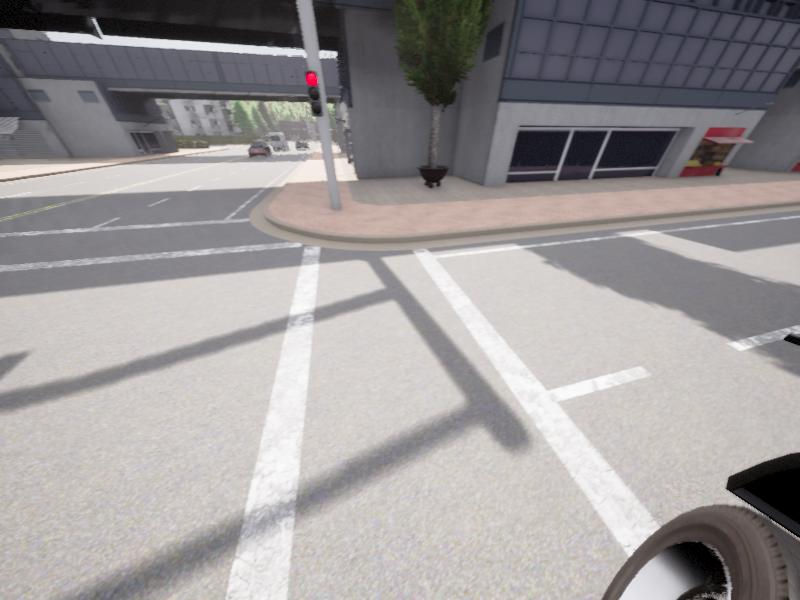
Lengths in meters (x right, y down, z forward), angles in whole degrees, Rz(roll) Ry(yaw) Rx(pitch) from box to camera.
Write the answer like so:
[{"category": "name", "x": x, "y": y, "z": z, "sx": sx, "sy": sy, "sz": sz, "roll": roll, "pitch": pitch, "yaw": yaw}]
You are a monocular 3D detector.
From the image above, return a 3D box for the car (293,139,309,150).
[{"category": "car", "x": -17.795, "y": -28.147, "z": 41.751, "sx": 1.851, "sy": 1.617, "sz": 3.988, "roll": -7, "pitch": 36, "yaw": -10}]

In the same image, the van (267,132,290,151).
[{"category": "van", "x": -21.094, "y": -27.664, "z": 40.273, "sx": 1.988, "sy": 2.561, "sz": 5.915, "roll": -8, "pitch": 36, "yaw": -11}]

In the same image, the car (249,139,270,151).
[{"category": "car", "x": -24.823, "y": -27.478, "z": 40.907, "sx": 1.837, "sy": 1.490, "sz": 4.892, "roll": -8, "pitch": 37, "yaw": -11}]

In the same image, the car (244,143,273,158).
[{"category": "car", "x": -17.271, "y": -18.444, "z": 28.410, "sx": 1.994, "sy": 1.385, "sz": 4.181, "roll": -9, "pitch": 37, "yaw": -13}]
